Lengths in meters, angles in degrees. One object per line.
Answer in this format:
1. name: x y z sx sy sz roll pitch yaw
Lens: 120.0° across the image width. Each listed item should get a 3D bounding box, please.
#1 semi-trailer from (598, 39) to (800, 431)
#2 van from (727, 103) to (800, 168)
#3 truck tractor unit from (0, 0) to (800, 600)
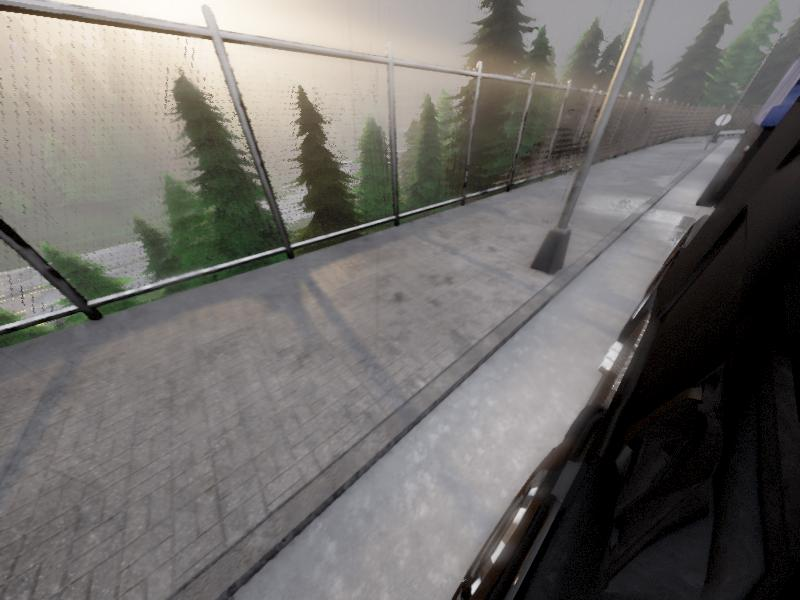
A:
1. semi-trailer: 8.707 -3.567 4.265 14.254 4.402 2.717 -28 43 -30
2. van: 20.969 -9.225 12.885 5.915 2.561 1.988 -28 43 -30
3. truck tractor unit: 2.645 -0.295 0.351 6.516 4.208 3.053 -28 44 -30
